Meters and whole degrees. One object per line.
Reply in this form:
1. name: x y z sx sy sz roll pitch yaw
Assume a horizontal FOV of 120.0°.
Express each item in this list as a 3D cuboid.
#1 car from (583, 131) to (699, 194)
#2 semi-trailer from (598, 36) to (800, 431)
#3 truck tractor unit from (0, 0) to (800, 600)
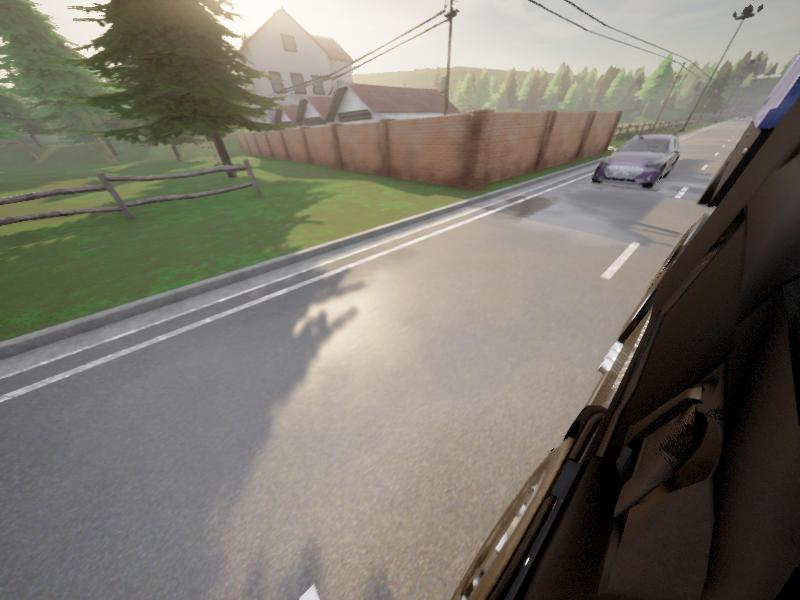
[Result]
1. car: 9.955 -5.831 9.520 4.856 1.649 2.033 -28 43 -30
2. semi-trailer: 8.695 -3.600 4.241 14.254 4.402 2.717 -28 43 -30
3. truck tractor unit: 2.645 -0.295 0.351 6.516 4.208 3.053 -28 44 -30
